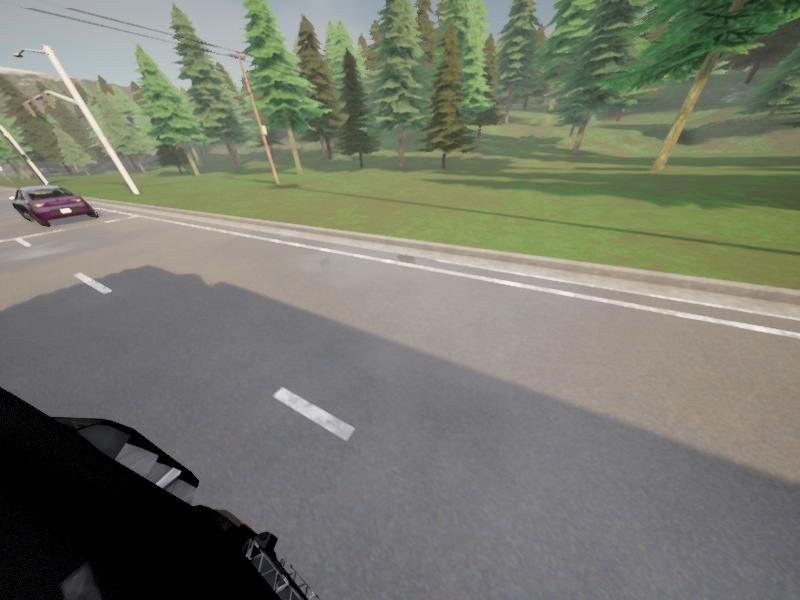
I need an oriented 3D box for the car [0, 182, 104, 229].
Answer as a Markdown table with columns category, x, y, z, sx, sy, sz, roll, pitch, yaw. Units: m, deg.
| category | x | y | z | sx | sy | sz | roll | pitch | yaw |
| --- | --- | --- | --- | --- | --- | --- | --- | --- | --- |
| car | -16.451 | -4.545 | 10.846 | 4.193 | 1.474 | 1.816 | 14 | 37 | 24 |
